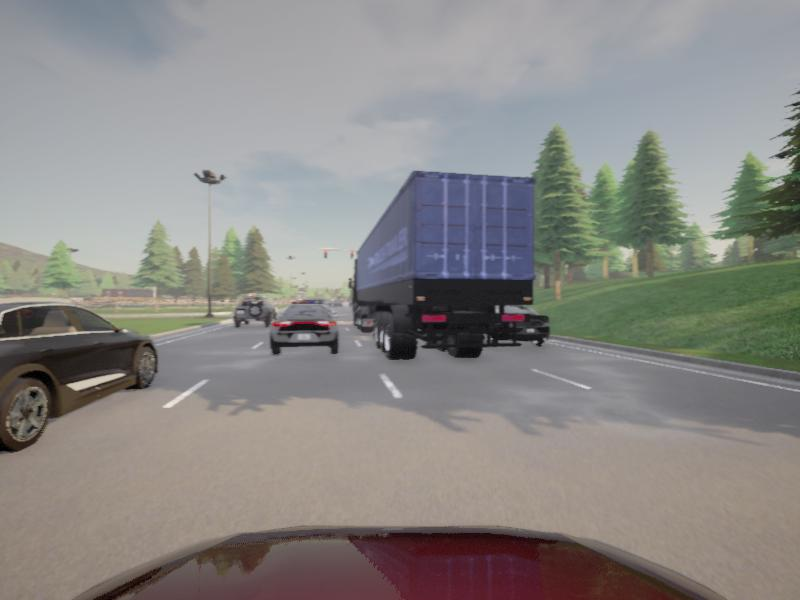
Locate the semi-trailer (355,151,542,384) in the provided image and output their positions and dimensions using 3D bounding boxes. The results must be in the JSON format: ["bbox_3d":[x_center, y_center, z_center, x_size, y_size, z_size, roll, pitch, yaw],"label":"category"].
[{"bbox_3d":[0.207,-0.611,14.800,2.717,4.402,14.254,0,0,-11],"label":"semi-trailer"}]

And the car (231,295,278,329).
[{"bbox_3d":[-8.657,0.652,24.217,1.932,1.855,4.605,0,0,-11],"label":"car"}]

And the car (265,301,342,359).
[{"bbox_3d":[-3.047,0.824,13.278,2.038,1.542,4.974,0,0,-11],"label":"car"}]

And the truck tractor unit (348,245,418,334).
[{"bbox_3d":[-1.240,-0.515,22.580,3.053,4.208,6.516,0,0,-10],"label":"truck tractor unit"}]

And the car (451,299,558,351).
[{"bbox_3d":[3.692,0.784,15.327,1.930,1.638,5.238,0,0,-11],"label":"car"}]

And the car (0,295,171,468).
[{"bbox_3d":[-5.143,0.773,5.457,2.033,1.649,4.856,0,0,-11],"label":"car"}]

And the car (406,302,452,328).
[{"bbox_3d":[1.751,0.885,25.684,1.812,1.442,4.674,0,0,-11],"label":"car"}]

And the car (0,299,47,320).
[{"bbox_3d":[-31.422,0.730,31.714,4.611,1.667,2.242,0,0,-14],"label":"car"}]

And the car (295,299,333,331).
[{"bbox_3d":[-4.935,0.775,23.352,1.930,1.638,5.238,0,0,-11],"label":"car"}]
